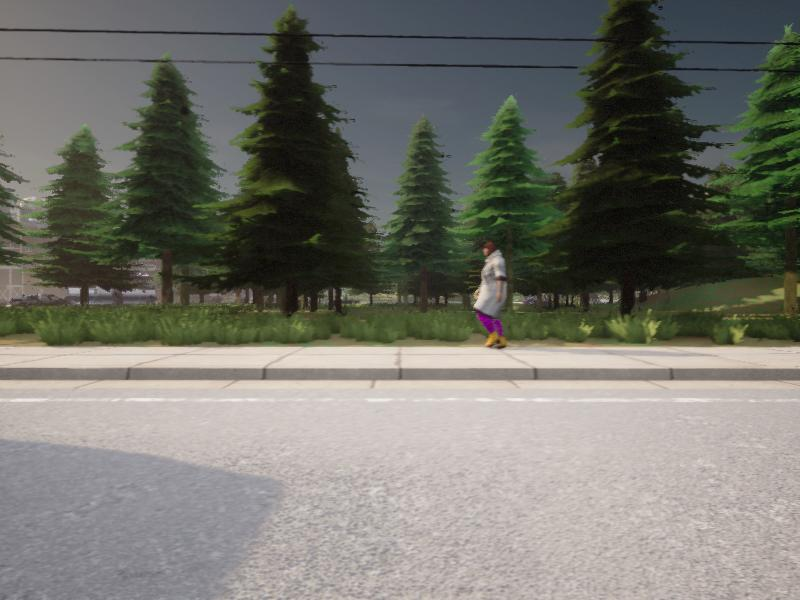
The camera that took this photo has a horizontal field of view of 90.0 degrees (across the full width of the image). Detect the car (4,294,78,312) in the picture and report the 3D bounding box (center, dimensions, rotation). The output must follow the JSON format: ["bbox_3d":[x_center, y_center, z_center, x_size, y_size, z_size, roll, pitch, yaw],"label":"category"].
[{"bbox_3d":[-30.665,0.248,34.430,2.163,1.488,4.792,0,0,-1],"label":"car"}]

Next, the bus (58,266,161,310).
[{"bbox_3d":[-30.962,-1.137,43.605,3.944,4.253,10.273,0,0,-1],"label":"bus"}]

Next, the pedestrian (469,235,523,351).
[{"bbox_3d":[1.610,-0.114,6.814,0.751,1.860,0.751,0,0,2],"label":"pedestrian"}]
